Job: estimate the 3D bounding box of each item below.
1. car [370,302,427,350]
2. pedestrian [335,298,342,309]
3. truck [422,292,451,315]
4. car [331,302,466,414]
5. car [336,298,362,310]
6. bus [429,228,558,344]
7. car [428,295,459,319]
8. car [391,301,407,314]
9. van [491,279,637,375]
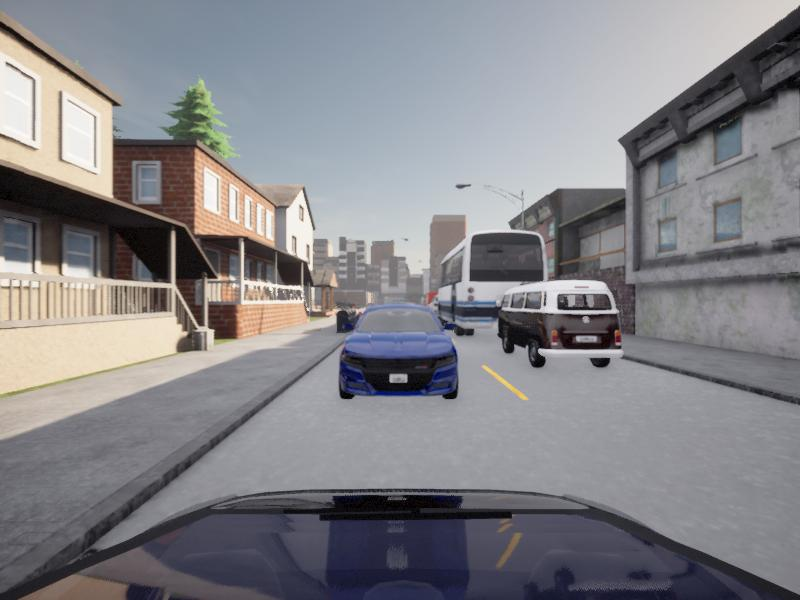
[{"bbox_3d":[-0.043,0.846,15.238,1.837,1.490,4.892,0,0,0],"label":"car"},{"bbox_3d":[-10.750,0.547,69.927,0.751,1.860,0.751,0,0,37],"label":"pedestrian"},{"bbox_3d":[3.990,0.365,44.482,2.627,2.467,5.204,0,0,-2],"label":"truck"},{"bbox_3d":[-0.025,0.825,8.090,1.882,1.535,5.008,0,0,0],"label":"car"},{"bbox_3d":[-8.056,0.657,63.292,3.866,1.878,1.905,0,0,0],"label":"car"},{"bbox_3d":[3.823,-0.530,19.805,3.944,4.253,10.273,0,0,0],"label":"bus"},{"bbox_3d":[3.919,0.576,37.014,2.150,2.045,5.566,0,0,0],"label":"car"},{"bbox_3d":[-0.156,0.863,47.146,1.816,1.474,4.193,0,0,0],"label":"car"},{"bbox_3d":[3.970,0.574,10.691,2.069,2.038,4.480,0,0,0],"label":"van"}]
